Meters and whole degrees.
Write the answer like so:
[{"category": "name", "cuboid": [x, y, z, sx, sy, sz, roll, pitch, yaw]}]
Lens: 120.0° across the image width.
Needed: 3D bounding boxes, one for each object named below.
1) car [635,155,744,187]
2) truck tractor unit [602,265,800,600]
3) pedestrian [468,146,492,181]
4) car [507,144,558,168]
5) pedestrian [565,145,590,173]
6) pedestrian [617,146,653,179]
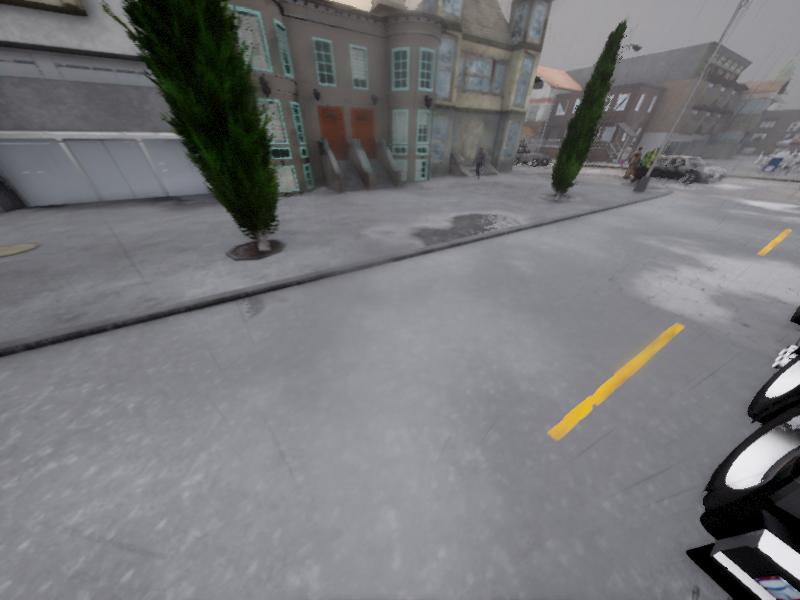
[{"category": "car", "cuboid": [18.667, -8.606, 15.215, 1.970, 1.475, 3.806, -5, 35, -8]}, {"category": "truck tractor unit", "cuboid": [5.113, -0.298, 0.783, 6.516, 4.208, 3.053, -18, 39, -24]}, {"category": "pedestrian", "cuboid": [5.019, -8.601, 14.563, 0.751, 1.860, 0.751, -22, 41, -29]}, {"category": "car", "cuboid": [13.705, -15.151, 24.212, 1.905, 1.878, 3.866, -18, 39, -24]}, {"category": "pedestrian", "cuboid": [13.871, -11.055, 18.136, 0.751, 1.860, 0.751, 7, 35, 9]}, {"category": "pedestrian", "cuboid": [15.836, -9.296, 15.625, 0.751, 1.860, 0.751, -7, 36, -10]}]
